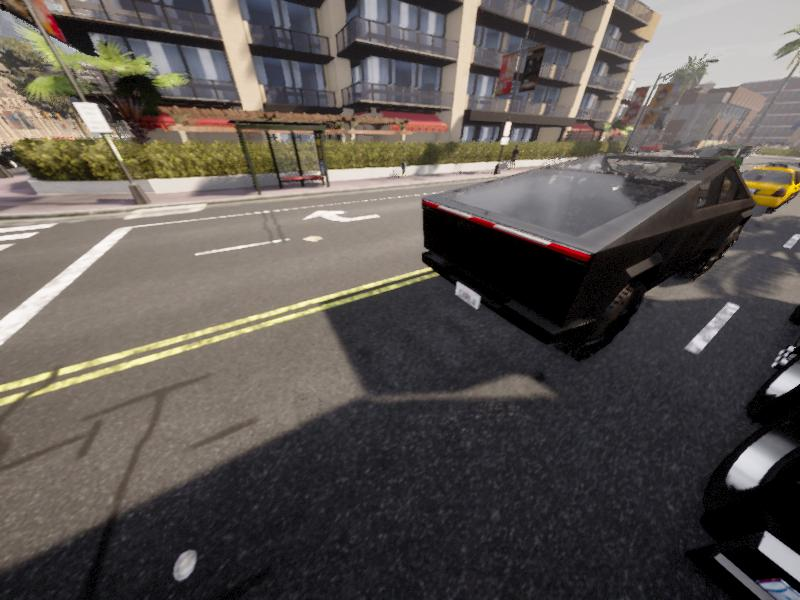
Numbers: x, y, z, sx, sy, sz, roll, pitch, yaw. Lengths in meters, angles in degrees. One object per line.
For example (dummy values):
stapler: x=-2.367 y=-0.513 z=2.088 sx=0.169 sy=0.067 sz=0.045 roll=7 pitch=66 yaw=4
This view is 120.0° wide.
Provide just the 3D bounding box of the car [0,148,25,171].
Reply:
car: x=-33.659 y=-11.178 z=18.467 sx=1.837 sy=1.490 sz=4.892 roll=-18 pitch=39 yaw=-25

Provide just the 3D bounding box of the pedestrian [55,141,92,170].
pedestrian: x=-25.354 y=-11.232 z=17.988 sx=0.751 sy=1.860 sz=0.751 roll=-22 pitch=40 yaw=-28

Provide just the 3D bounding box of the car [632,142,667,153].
car: x=58.709 y=-36.019 z=54.528 sx=2.150 sy=2.045 sz=5.566 roll=2 pitch=35 yaw=2

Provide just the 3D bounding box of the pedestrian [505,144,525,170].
pedestrian: x=9.629 y=-12.008 z=19.418 sx=0.751 sy=1.860 sz=0.751 roll=-17 pitch=38 yaw=-23

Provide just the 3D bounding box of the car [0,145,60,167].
car: x=-36.885 y=-14.370 z=22.927 sx=1.851 sy=1.617 sz=3.988 roll=-18 pitch=39 yaw=-25

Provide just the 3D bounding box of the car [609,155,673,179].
car: x=19.102 y=-10.633 z=18.330 sx=4.718 sy=1.301 sz=1.895 roll=-19 pitch=39 yaw=-25

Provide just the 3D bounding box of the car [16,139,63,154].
car: x=-63.063 y=-27.096 z=40.610 sx=2.150 sy=2.045 sz=5.566 roll=-18 pitch=39 yaw=-25

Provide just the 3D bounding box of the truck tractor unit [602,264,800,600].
truck tractor unit: x=5.108 y=-0.303 z=0.787 sx=6.516 sy=4.208 sz=3.053 roll=-18 pitch=39 yaw=-24

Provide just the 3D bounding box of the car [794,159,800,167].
car: x=45.150 y=-15.104 z=24.717 sx=1.851 sy=1.617 sz=3.988 roll=30 pitch=44 yaw=35

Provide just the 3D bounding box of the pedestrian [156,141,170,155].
pedestrian: x=-37.917 y=-24.332 z=36.980 sx=0.751 sy=1.860 sz=0.751 roll=-18 pitch=39 yaw=-24

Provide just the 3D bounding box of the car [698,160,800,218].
car: x=15.254 y=-4.832 z=9.705 sx=5.366 sy=1.575 sz=1.801 roll=-18 pitch=39 yaw=-24

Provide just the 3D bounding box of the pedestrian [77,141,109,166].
pedestrian: x=-27.059 y=-12.932 z=20.417 sx=0.751 sy=1.860 sz=0.751 roll=-16 pitch=38 yaw=-22

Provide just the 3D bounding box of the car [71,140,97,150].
car: x=-71.495 y=-35.236 z=52.384 sx=1.905 sy=1.878 sz=3.866 roll=-18 pitch=39 yaw=-25

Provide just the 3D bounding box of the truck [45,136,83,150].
truck: x=-75.499 y=-35.447 z=52.124 sx=2.627 sy=2.467 sz=5.204 roll=-18 pitch=39 yaw=-25

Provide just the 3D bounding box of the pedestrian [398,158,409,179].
pedestrian: x=0.237 y=-8.621 z=15.130 sx=0.500 sy=1.100 sz=0.500 roll=-16 pitch=38 yaw=-22

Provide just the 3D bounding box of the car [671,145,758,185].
car: x=22.170 y=-9.653 z=16.290 sx=5.566 sy=2.045 sz=2.150 roll=-20 pitch=40 yaw=-26

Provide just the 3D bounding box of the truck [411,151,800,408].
truck: x=3.513 y=-1.217 z=3.951 sx=6.274 sy=2.098 sz=2.390 roll=-18 pitch=39 yaw=-24

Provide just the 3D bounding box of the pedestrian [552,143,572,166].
pedestrian: x=15.959 y=-14.314 z=22.790 sx=0.751 sy=1.860 sz=0.751 roll=-17 pitch=38 yaw=-23

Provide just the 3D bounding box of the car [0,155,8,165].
car: x=-39.571 y=-13.003 z=21.008 sx=2.007 sy=1.525 sz=4.514 roll=-18 pitch=39 yaw=-25
